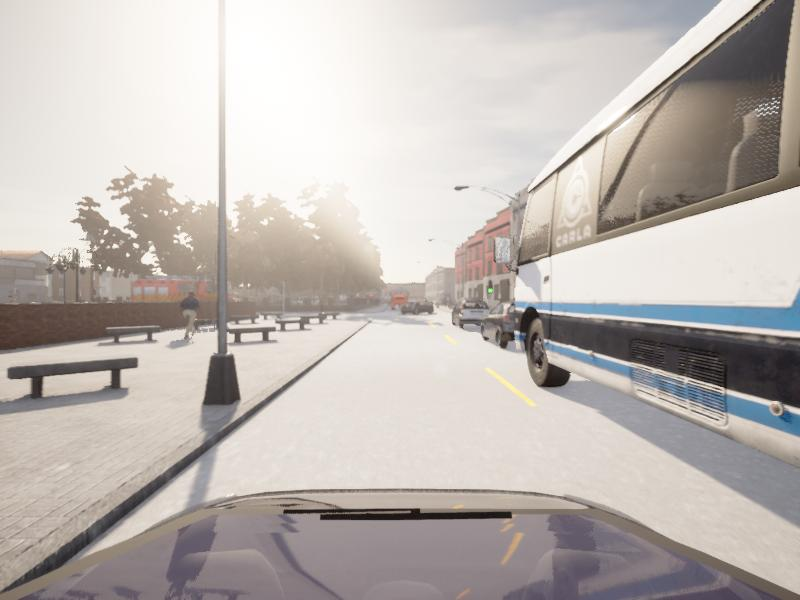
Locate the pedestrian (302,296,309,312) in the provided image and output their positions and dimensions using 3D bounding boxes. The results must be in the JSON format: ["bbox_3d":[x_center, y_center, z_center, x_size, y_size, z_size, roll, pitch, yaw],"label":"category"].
[{"bbox_3d":[-11.217,0.466,47.527,0.751,1.860,0.751,0,0,0],"label":"pedestrian"}]

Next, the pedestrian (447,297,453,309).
[{"bbox_3d":[7.688,0.446,61.366,0.751,1.860,0.751,0,0,1],"label":"pedestrian"}]

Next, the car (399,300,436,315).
[{"bbox_3d":[1.909,0.792,42.653,1.970,1.475,3.806,0,0,40],"label":"car"}]

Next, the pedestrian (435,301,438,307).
[{"bbox_3d":[7.046,0.804,76.902,0.500,1.100,0.500,0,0,2],"label":"pedestrian"}]

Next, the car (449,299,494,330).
[{"bbox_3d":[4.002,0.755,22.927,1.851,1.617,3.988,0,0,0],"label":"car"}]

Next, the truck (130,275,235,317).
[{"bbox_3d":[-20.638,-0.379,38.245,8.468,3.827,2.891,0,0,0],"label":"truck"}]

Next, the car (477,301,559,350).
[{"bbox_3d":[4.006,0.806,14.224,1.845,1.501,3.633,0,0,0],"label":"car"}]

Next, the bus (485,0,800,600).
[{"bbox_3d":[3.882,-0.540,3.813,3.944,4.253,10.273,0,0,0],"label":"bus"}]

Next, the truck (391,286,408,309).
[{"bbox_3d":[-0.107,-0.422,71.325,2.891,3.827,8.468,0,0,0],"label":"truck"}]

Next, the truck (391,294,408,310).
[{"bbox_3d":[-0.096,0.268,62.165,2.627,2.467,5.204,0,0,-1],"label":"truck"}]

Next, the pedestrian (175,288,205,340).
[{"bbox_3d":[-7.831,0.510,14.953,0.751,1.860,0.751,0,0,0],"label":"pedestrian"}]
